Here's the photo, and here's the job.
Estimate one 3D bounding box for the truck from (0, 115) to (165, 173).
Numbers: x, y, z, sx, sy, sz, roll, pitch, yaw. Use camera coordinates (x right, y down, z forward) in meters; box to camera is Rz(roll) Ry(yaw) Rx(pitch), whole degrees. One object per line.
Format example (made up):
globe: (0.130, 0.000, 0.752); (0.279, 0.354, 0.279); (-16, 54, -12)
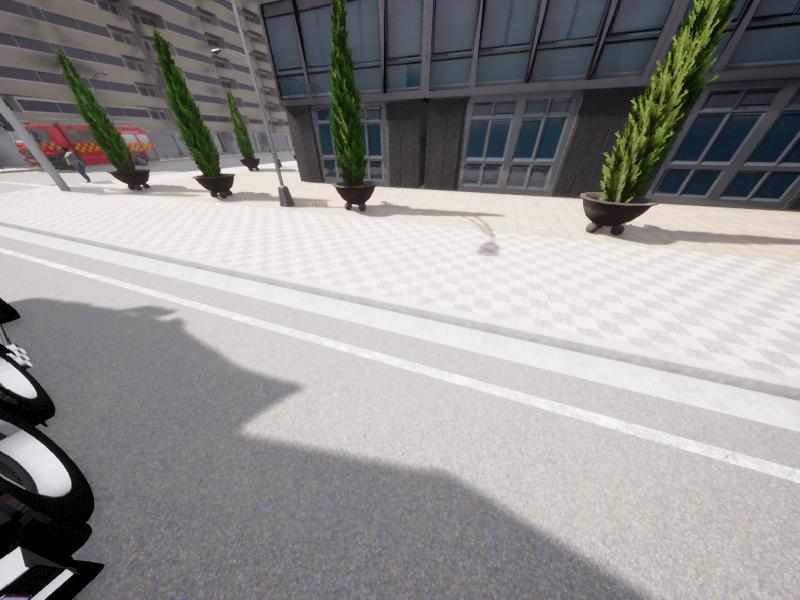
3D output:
truck: (-29.139, -14.694, 21.876); (2.891, 3.827, 8.468); (11, 36, 16)

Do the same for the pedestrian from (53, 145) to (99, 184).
pedestrian: (-18.644, -7.814, 13.326); (0.751, 1.860, 0.751); (25, 42, 31)

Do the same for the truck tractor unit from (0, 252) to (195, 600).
truck tractor unit: (-5.090, -0.322, 0.810); (6.516, 4.208, 3.053); (19, 39, 25)
